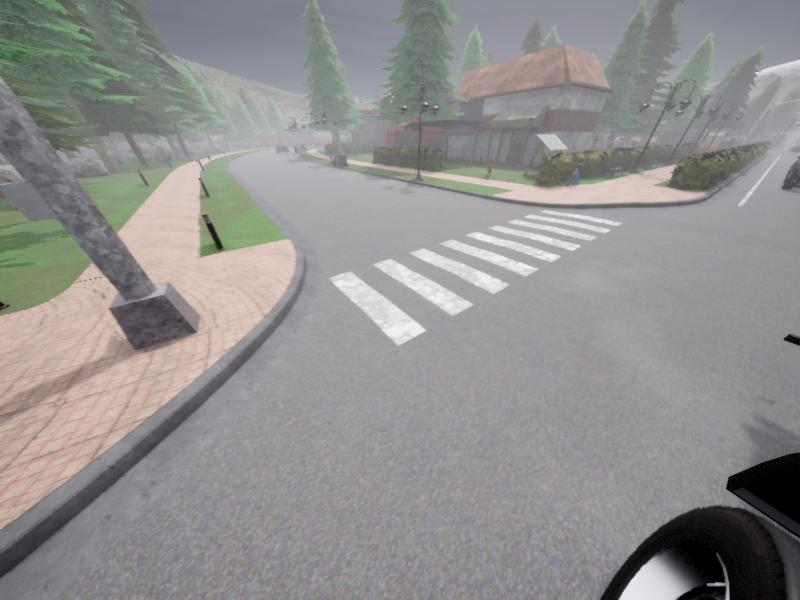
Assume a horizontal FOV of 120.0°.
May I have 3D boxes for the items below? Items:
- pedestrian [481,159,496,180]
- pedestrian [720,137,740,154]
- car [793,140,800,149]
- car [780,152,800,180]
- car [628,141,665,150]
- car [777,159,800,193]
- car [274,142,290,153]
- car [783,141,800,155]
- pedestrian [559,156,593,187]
[{"bbox_3d":[5.628,-8.301,14.698,0.500,1.100,0.500,-21,40,-26],"label":"pedestrian"},{"bbox_3d":[45.836,-21.496,32.106,0.751,1.860,0.751,-23,41,-29],"label":"pedestrian"},{"bbox_3d":[76.985,-29.674,43.837,5.366,1.575,1.801,-23,41,-28],"label":"car"},{"bbox_3d":[26.652,-8.632,14.610,4.902,1.511,2.128,-23,41,-28],"label":"car"},{"bbox_3d":[52.457,-32.933,49.211,1.837,1.490,4.892,-18,39,-24],"label":"car"},{"bbox_3d":[21.111,-6.373,11.354,4.856,1.649,2.033,-23,41,-28],"label":"car"},{"bbox_3d":[-25.640,-33.394,50.493,2.097,1.767,4.553,-8,36,-11],"label":"car"},{"bbox_3d":[61.530,-22.431,34.125,2.242,1.667,4.611,3,35,5],"label":"car"},{"bbox_3d":[8.863,-6.489,11.692,0.751,1.300,0.751,6,36,10],"label":"pedestrian"}]
